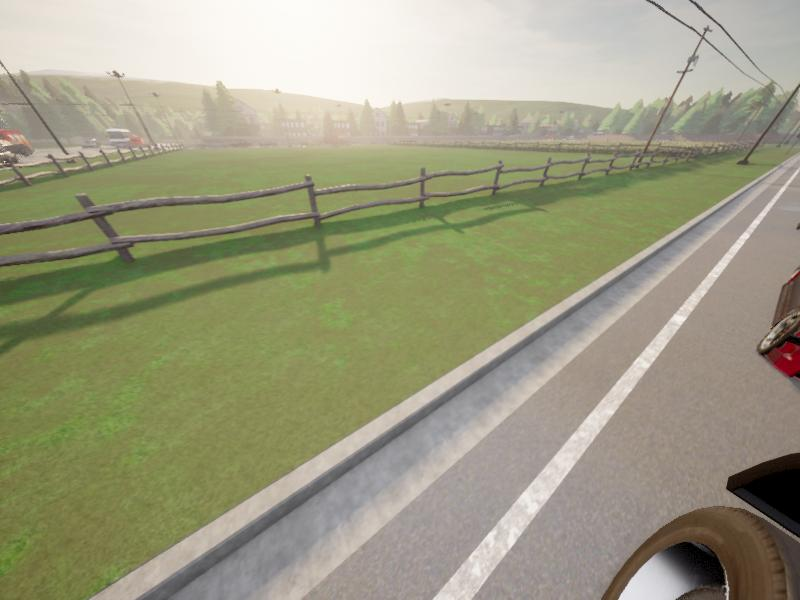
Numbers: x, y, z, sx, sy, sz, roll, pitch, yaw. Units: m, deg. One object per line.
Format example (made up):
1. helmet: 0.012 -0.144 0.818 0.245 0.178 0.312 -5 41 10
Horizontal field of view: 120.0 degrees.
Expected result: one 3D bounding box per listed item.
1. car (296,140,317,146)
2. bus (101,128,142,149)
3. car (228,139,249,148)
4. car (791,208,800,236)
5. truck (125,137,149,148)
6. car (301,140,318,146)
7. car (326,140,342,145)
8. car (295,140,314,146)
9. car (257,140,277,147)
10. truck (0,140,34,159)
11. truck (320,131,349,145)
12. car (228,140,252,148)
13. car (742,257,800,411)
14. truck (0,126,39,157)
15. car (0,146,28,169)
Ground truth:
1. car: -28.850 -48.580 71.490 5.366 1.575 1.801 -21 40 -27
2. bus: -76.329 -44.484 63.639 3.944 4.253 10.273 -21 40 -26
3. car: -42.432 -41.096 60.702 3.866 1.878 1.905 -21 40 -27
4. car: 13.595 -2.802 6.377 5.027 1.651 2.152 -21 40 -27
5. truck: -70.759 -42.401 62.205 2.627 2.467 5.204 -21 40 -26
6. car: -30.377 -52.830 77.517 5.008 1.535 1.882 -21 40 -27
7. car: -23.210 -55.536 81.382 4.902 1.511 2.128 -21 40 -27
8. car: -30.638 -50.312 73.956 5.008 1.535 1.882 -21 40 -27
9. car: -39.781 -46.787 69.077 4.792 1.488 2.163 -21 40 -27
10. truck: -54.856 -20.753 31.797 2.390 2.098 6.274 -21 40 -26
11. truck: -21.975 -54.571 77.940 8.468 3.827 2.891 -21 40 -27
12. car: -43.874 -42.868 63.417 5.238 1.638 1.930 -21 40 -27
13. car: 6.131 0.176 2.466 4.181 1.385 1.994 -21 40 -27
14. truck: -62.247 -24.475 35.608 2.891 3.827 8.468 -18 39 -23
15. car: -38.188 -13.192 21.363 2.242 1.667 4.611 -21 40 -26
